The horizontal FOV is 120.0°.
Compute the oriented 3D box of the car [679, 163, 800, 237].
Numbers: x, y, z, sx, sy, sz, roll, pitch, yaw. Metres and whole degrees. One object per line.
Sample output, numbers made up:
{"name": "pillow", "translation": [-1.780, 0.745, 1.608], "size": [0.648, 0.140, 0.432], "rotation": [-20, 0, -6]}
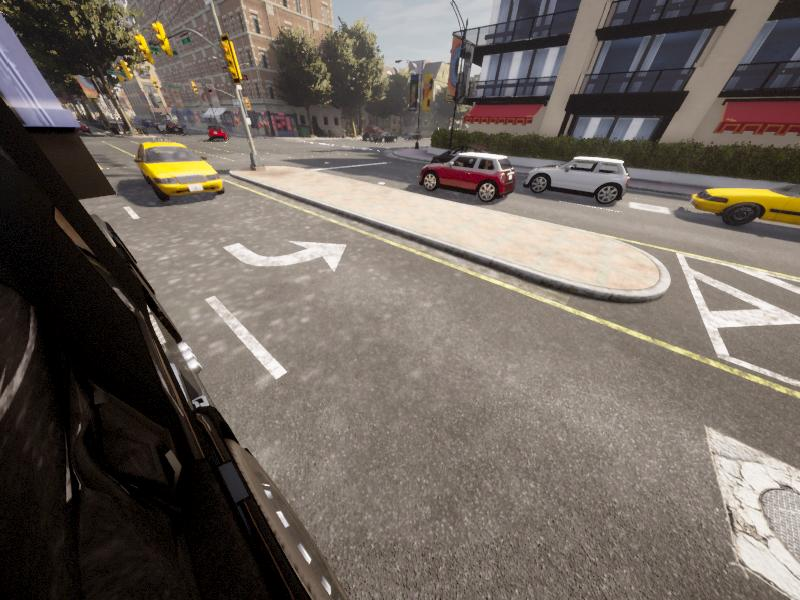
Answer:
{"name": "car", "translation": [12.686, -2.811, 6.879], "size": [5.366, 1.575, 1.801], "rotation": [28, 43, 29]}

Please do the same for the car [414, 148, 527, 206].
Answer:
{"name": "car", "translation": [2.758, -5.249, 9.598], "size": [3.806, 1.475, 1.970], "rotation": [28, 43, 29]}

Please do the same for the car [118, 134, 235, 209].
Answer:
{"name": "car", "translation": [-8.162, -4.870, 8.316], "size": [5.366, 1.575, 1.801], "rotation": [31, 45, 33]}

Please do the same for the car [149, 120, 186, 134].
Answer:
{"name": "car", "translation": [-37.232, -27.707, 37.040], "size": [4.974, 1.542, 2.038], "rotation": [19, 40, 21]}

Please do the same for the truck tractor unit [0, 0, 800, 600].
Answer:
{"name": "truck tractor unit", "translation": [-2.645, -0.295, 0.351], "size": [6.516, 4.208, 3.053], "rotation": [28, 44, 30]}

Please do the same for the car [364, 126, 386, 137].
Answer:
{"name": "car", "translation": [-6.379, -42.505, 58.323], "size": [5.566, 2.045, 2.150], "rotation": [29, 44, 31]}

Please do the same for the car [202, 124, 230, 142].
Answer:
{"name": "car", "translation": [-22.507, -20.564, 28.426], "size": [2.007, 1.525, 4.514], "rotation": [-17, 41, -24]}

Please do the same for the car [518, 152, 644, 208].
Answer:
{"name": "car", "translation": [7.679, -5.388, 10.093], "size": [3.806, 1.475, 1.970], "rotation": [28, 44, 30]}

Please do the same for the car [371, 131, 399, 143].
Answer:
{"name": "car", "translation": [-2.394, -26.779, 38.023], "size": [1.837, 1.490, 4.892], "rotation": [27, 43, 29]}

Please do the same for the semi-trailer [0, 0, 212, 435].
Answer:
{"name": "semi-trailer", "translation": [-9.457, -2.940, 3.285], "size": [14.254, 4.402, 2.717], "rotation": [19, 40, 20]}

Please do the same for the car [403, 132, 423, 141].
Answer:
{"name": "car", "translation": [2.692, -33.669, 47.594], "size": [1.812, 1.442, 4.674], "rotation": [25, 43, 27]}

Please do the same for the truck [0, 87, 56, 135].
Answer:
{"name": "truck", "translation": [-42.463, -20.959, 25.777], "size": [8.468, 3.827, 2.891], "rotation": [28, 43, 29]}

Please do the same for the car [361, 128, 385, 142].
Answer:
{"name": "car", "translation": [-4.649, -28.677, 40.086], "size": [1.905, 1.878, 3.866], "rotation": [29, 44, 30]}

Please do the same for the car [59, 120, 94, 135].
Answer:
{"name": "car", "translation": [-39.826, -21.261, 28.458], "size": [4.718, 1.301, 1.895], "rotation": [28, 43, 29]}

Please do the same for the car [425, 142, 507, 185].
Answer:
{"name": "car", "translation": [3.488, -7.614, 12.739], "size": [3.705, 1.549, 1.789], "rotation": [28, 43, 29]}
